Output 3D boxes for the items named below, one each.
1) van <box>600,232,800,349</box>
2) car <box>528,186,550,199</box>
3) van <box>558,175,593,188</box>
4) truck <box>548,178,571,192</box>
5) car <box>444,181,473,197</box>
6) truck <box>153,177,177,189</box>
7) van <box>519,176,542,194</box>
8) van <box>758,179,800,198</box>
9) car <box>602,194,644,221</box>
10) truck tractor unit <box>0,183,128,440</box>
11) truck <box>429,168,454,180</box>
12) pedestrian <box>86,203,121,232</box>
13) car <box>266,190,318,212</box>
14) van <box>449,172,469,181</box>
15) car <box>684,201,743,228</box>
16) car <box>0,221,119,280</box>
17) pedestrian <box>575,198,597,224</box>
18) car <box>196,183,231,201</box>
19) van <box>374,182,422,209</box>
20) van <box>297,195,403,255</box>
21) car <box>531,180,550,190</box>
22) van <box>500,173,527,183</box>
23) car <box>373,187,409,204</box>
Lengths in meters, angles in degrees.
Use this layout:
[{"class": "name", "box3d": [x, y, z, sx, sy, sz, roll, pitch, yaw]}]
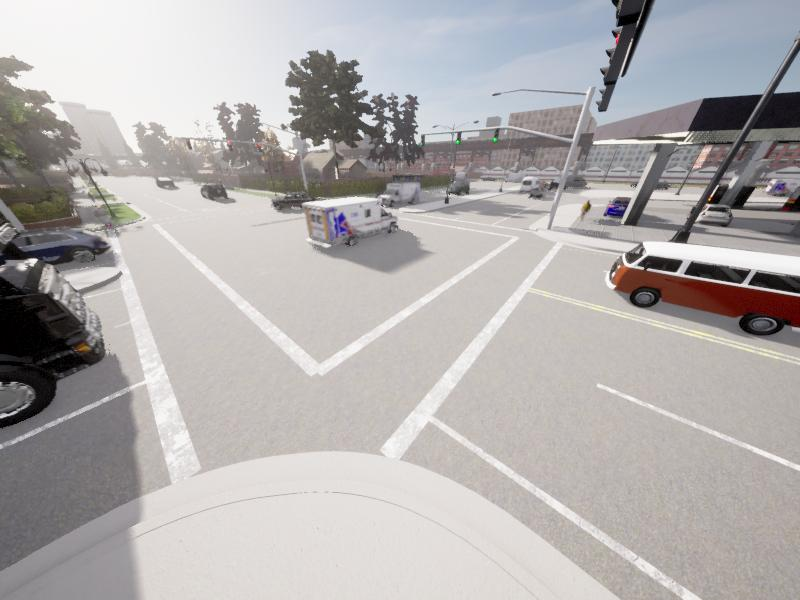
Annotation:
[{"class": "van", "box3d": [9.670, -0.596, 7.398, 4.480, 2.038, 2.069, 21, 36, 32]}, {"class": "car", "box3d": [21.327, -16.514, 35.481, 1.845, 1.501, 3.633, 22, 37, 34]}, {"class": "van", "box3d": [39.216, -26.567, 51.838, 5.915, 2.561, 1.988, -4, 30, -6]}, {"class": "truck", "box3d": [32.169, -23.286, 46.641, 2.390, 2.098, 6.274, 23, 37, 34]}, {"class": "car", "box3d": [9.959, -18.889, 39.077, 2.150, 2.045, 5.566, 23, 37, 33]}, {"class": "truck", "box3d": [-52.973, -26.412, 52.049, 6.274, 2.098, 2.390, 22, 37, 33]}, {"class": "van", "box3d": [24.472, -21.589, 43.261, 1.988, 2.561, 5.915, 22, 37, 34]}, {"class": "van", "box3d": [62.226, -17.318, 35.964, 6.366, 2.431, 2.351, 24, 38, 35]}, {"class": "car", "box3d": [21.088, -8.924, 21.955, 2.242, 1.667, 4.611, 23, 37, 34]}, {"class": "truck tractor unit", "box3d": [-9.323, 0.824, 2.761, 3.053, 4.208, 6.516, 22, 37, 33]}, {"class": "truck", "box3d": [15.332, -46.632, 85.314, 8.468, 3.827, 2.891, 23, 37, 34]}, {"class": "pedestrian", "box3d": [-21.747, -6.059, 16.992, 0.751, 1.860, 0.751, 14, 33, 22]}, {"class": "car", "box3d": [-11.673, -10.861, 25.333, 4.605, 1.855, 1.932, -5, 32, -7]}, {"class": "van", "box3d": [19.869, -41.904, 78.403, 5.915, 2.561, 1.988, 23, 37, 34]}, {"class": "car", "box3d": [25.999, -7.245, 19.370, 1.970, 1.475, 3.806, 23, 37, 34]}, {"class": "car", "box3d": [-17.209, -2.310, 10.778, 2.033, 1.649, 4.856, 23, 37, 34]}, {"class": "pedestrian", "box3d": [15.012, -7.210, 18.684, 0.751, 1.860, 0.751, -26, 39, -37]}, {"class": "car", "box3d": [-27.501, -15.987, 34.049, 5.566, 2.045, 2.150, 22, 37, 34]}, {"class": "van", "box3d": [-0.073, -12.952, 28.413, 2.351, 2.431, 6.366, 21, 36, 32]}, {"class": "van", "box3d": [-2.761, -5.107, 14.823, 2.351, 2.431, 6.366, 23, 37, 34]}, {"class": "car", "box3d": [29.896, -24.471, 49.169, 2.152, 1.651, 5.027, 23, 37, 34]}, {"class": "van", "box3d": [33.573, -36.119, 68.529, 6.366, 2.431, 2.351, 23, 37, 34]}, {"class": "car", "box3d": [-1.156, -14.739, 32.313, 2.152, 1.651, 5.027, 22, 37, 34]}]
